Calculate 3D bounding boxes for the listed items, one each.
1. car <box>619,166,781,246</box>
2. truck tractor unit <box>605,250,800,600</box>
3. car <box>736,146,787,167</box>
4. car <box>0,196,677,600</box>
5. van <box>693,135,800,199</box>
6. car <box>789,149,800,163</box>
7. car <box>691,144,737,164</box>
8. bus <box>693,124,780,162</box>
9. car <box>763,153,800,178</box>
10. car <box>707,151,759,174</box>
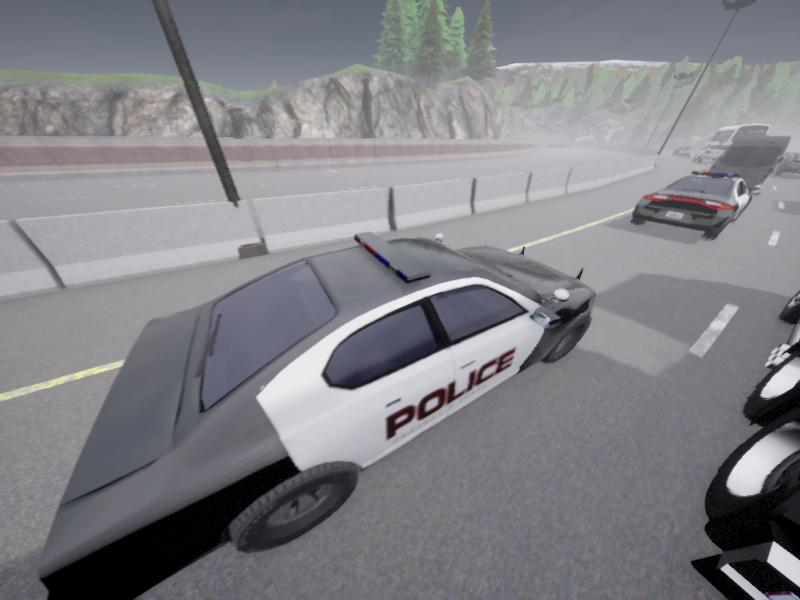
[{"bbox_3d":[9.749,-3.292,7.495,4.974,1.542,2.038,-20,39,-27],"label":"car"},{"bbox_3d":[5.086,-0.323,0.824,6.516,4.208,3.053,-19,39,-25],"label":"truck tractor unit"},{"bbox_3d":[41.784,-16.736,26.825,1.905,1.878,3.866,27,43,33],"label":"car"},{"bbox_3d":[0.240,0.093,2.541,4.974,1.542,2.038,-18,39,-25],"label":"car"},{"bbox_3d":[18.941,-7.469,12.714,5.915,2.561,1.988,-24,42,-30],"label":"van"},{"bbox_3d":[53.803,-18.721,29.796,1.932,1.855,4.605,24,41,30],"label":"car"},{"bbox_3d":[40.909,-19.232,30.272,2.150,2.045,5.566,26,42,31],"label":"car"},{"bbox_3d":[50.909,-24.239,35.640,3.944,4.253,10.273,23,41,29],"label":"bus"},{"bbox_3d":[32.430,-11.044,18.879,4.902,1.511,2.128,-28,44,-34],"label":"car"},{"bbox_3d":[30.385,-12.709,21.247,4.514,1.525,2.007,-28,44,-35],"label":"car"}]
